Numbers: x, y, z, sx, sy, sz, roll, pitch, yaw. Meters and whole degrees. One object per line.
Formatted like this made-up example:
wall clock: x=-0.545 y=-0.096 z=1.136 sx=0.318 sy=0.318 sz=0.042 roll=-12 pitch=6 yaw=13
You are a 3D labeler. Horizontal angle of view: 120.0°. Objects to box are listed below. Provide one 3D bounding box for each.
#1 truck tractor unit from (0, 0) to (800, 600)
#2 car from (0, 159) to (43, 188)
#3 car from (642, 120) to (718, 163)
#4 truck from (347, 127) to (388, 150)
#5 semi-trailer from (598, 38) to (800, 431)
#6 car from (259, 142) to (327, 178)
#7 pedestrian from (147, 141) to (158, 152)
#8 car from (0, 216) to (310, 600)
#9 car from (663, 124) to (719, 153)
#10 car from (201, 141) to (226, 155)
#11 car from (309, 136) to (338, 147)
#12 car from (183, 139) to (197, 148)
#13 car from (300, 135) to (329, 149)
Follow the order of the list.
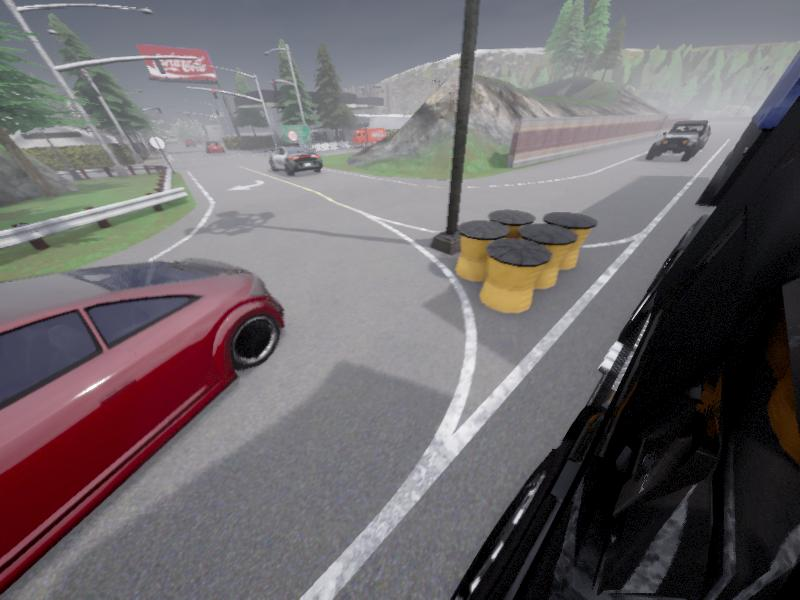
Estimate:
truck tractor unit: x=2.645 y=-0.295 z=0.352 sx=6.516 sy=4.208 sz=3.053 roll=-28 pitch=44 yaw=-30
car: x=-29.131 y=-8.451 z=15.749 sx=4.792 sy=1.488 sz=2.163 roll=-28 pitch=43 yaw=-30
car: x=17.010 y=-9.698 z=14.057 sx=3.866 sy=1.878 sz=1.905 roll=-28 pitch=43 yaw=-30
truck: x=-4.824 y=-24.430 z=34.866 sx=5.204 sy=2.467 sz=2.627 roll=-28 pitch=43 yaw=-30
semi-trailer: x=8.690 y=-3.599 z=4.252 sx=14.254 sy=4.402 sz=2.717 roll=-28 pitch=43 yaw=-30
car: x=-6.841 y=-8.926 z=14.557 sx=2.038 sy=1.542 sz=4.974 roll=-28 pitch=43 yaw=-30
pedestrian: x=-51.847 y=-32.287 z=48.457 sx=0.751 sy=1.860 sz=0.751 roll=25 pitch=45 yaw=32
car: x=-3.007 y=0.798 z=1.657 sx=1.994 sy=1.385 sz=4.181 roll=12 pitch=39 yaw=18
car: x=21.528 y=-11.963 z=17.097 sx=3.705 sy=1.549 sz=1.789 roll=-28 pitch=43 yaw=-30
car: x=-30.023 y=-24.517 z=37.133 sx=2.242 sy=1.667 sz=4.611 roll=-27 pitch=43 yaw=-31
car: x=-15.164 y=-31.560 z=45.951 sx=4.611 sy=1.667 sz=2.242 roll=-28 pitch=44 yaw=-30
car: x=-61.107 y=-45.559 z=67.106 sx=2.150 sy=2.045 sz=5.566 roll=-28 pitch=43 yaw=-30
car: x=-14.798 y=-27.464 z=40.122 sx=3.866 sy=1.878 sz=1.905 roll=-28 pitch=44 yaw=-30
